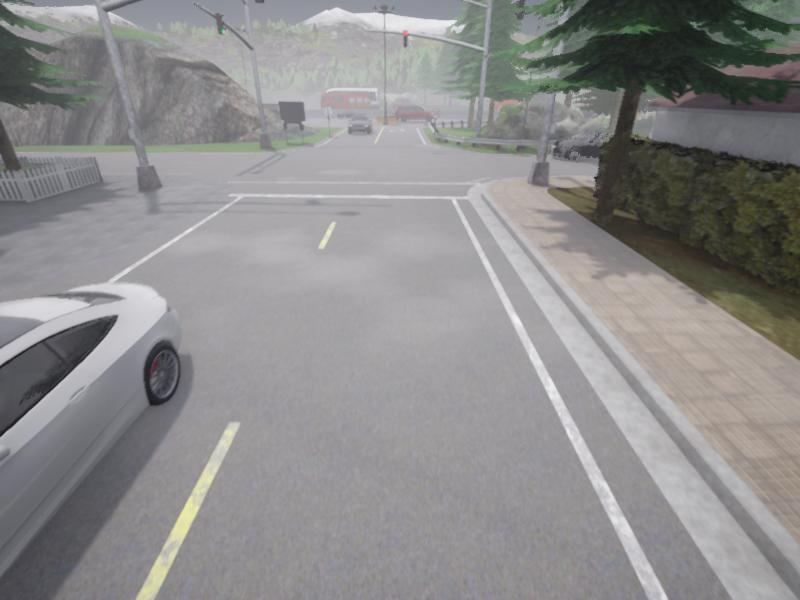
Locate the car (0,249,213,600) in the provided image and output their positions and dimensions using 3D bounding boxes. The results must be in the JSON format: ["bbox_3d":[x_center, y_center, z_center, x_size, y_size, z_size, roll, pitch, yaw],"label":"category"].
[{"bbox_3d":[-3.520,1.068,3.153,1.812,1.442,4.674,-1,27,0],"label":"car"}]

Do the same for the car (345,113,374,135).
[{"bbox_3d":[-3.510,-15.752,35.663,2.038,1.542,4.974,0,27,0],"label":"car"}]

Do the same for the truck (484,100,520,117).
[{"bbox_3d":[17.127,-32.390,67.681,5.204,2.467,2.627,0,27,0],"label":"truck"}]

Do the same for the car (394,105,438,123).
[{"bbox_3d":[2.088,-24.294,52.241,5.566,2.045,2.150,0,27,0],"label":"car"}]

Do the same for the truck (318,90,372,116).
[{"bbox_3d":[-9.136,-33.136,67.436,8.468,3.827,2.891,0,27,0],"label":"truck"}]

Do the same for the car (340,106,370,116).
[{"bbox_3d":[-7.934,-33.614,71.112,5.027,1.651,2.152,0,27,0],"label":"car"}]

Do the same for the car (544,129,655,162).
[{"bbox_3d":[10.999,-8.658,22.380,4.902,1.511,2.128,0,27,0],"label":"car"}]

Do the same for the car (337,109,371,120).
[{"bbox_3d":[-6.746,-27.202,58.660,4.718,1.301,1.895,0,27,0],"label":"car"}]

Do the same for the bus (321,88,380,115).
[{"bbox_3d":[-8.913,-36.461,73.455,10.273,4.253,3.944,0,27,0],"label":"bus"}]
